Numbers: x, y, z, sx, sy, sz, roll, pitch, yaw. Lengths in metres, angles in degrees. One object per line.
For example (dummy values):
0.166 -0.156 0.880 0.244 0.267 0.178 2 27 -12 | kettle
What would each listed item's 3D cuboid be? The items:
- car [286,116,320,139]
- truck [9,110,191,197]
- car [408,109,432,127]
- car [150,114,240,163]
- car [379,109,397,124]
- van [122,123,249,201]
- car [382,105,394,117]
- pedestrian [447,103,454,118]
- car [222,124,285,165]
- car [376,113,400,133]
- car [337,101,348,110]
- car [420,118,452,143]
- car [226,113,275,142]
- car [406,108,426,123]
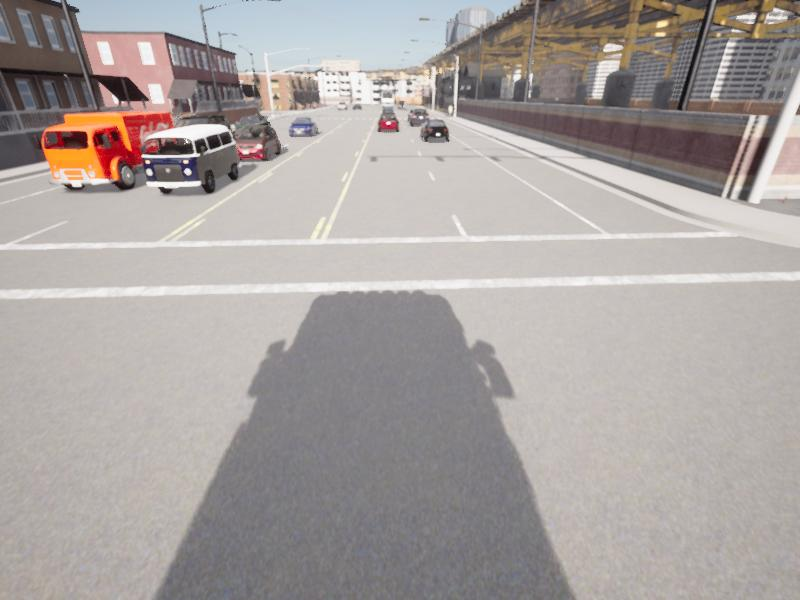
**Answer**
-7.950 -14.357 33.145 1.812 1.442 4.674 -1 27 -2 | car
-10.769 -5.769 15.236 2.627 2.467 5.204 0 27 0 | truck
2.183 -20.402 44.690 2.242 1.667 4.611 -1 27 -2 | car
-11.093 -9.160 22.328 2.150 2.045 5.566 -1 27 -1 | car
-1.475 -22.795 49.557 2.128 1.511 4.902 -1 27 -1 | car
-7.363 -5.143 14.478 2.069 2.038 4.480 -1 27 -2 | van
-1.997 -31.193 65.943 1.882 1.535 5.008 -1 27 -1 | car
7.205 -27.178 57.345 0.751 1.860 0.751 -2 27 -5 | pedestrian
-7.573 -8.308 21.143 1.851 1.617 3.988 -1 27 -1 | car
-1.119 -17.084 38.427 2.163 1.488 4.792 -1 27 -1 | car
-13.352 -44.995 92.559 1.932 1.855 4.605 -1 27 -1 | car
2.636 -12.956 30.397 1.812 1.442 4.674 -1 27 -1 | car
-11.382 -13.365 30.824 2.097 1.767 4.553 -1 27 -1 | car
1.988 -23.418 50.771 2.128 1.511 4.902 -1 27 -2 | car
